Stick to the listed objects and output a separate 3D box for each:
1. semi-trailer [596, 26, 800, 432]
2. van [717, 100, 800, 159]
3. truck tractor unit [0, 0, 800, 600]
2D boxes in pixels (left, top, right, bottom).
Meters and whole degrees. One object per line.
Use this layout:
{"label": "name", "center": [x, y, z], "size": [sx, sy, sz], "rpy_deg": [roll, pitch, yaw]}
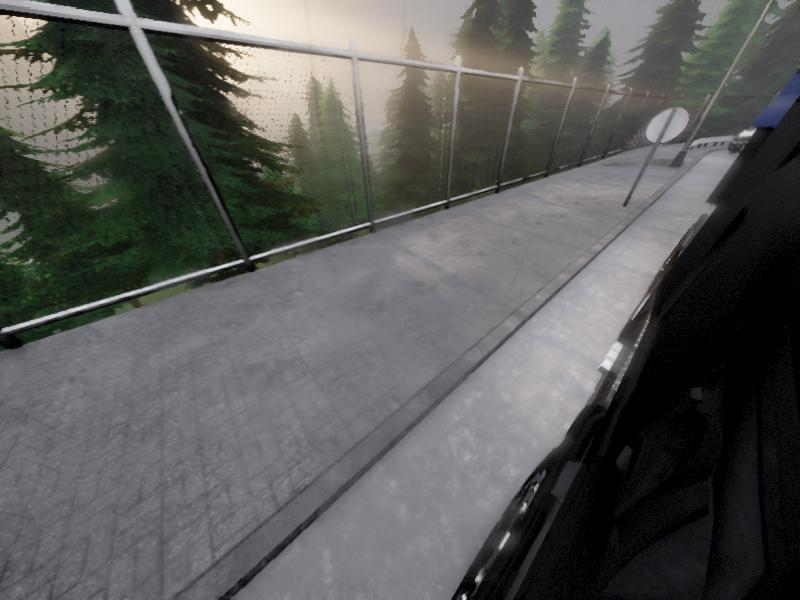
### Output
{"label": "semi-trailer", "center": [8.823, -3.507, 4.115], "size": [14.254, 4.402, 2.717], "rpy_deg": [-27, 43, -28]}
{"label": "van", "center": [23.141, -10.192, 13.768], "size": [5.915, 2.561, 1.988], "rpy_deg": [-12, 37, -13]}
{"label": "truck tractor unit", "center": [2.645, -0.295, 0.352], "size": [6.516, 4.208, 3.053], "rpy_deg": [-28, 44, -30]}
